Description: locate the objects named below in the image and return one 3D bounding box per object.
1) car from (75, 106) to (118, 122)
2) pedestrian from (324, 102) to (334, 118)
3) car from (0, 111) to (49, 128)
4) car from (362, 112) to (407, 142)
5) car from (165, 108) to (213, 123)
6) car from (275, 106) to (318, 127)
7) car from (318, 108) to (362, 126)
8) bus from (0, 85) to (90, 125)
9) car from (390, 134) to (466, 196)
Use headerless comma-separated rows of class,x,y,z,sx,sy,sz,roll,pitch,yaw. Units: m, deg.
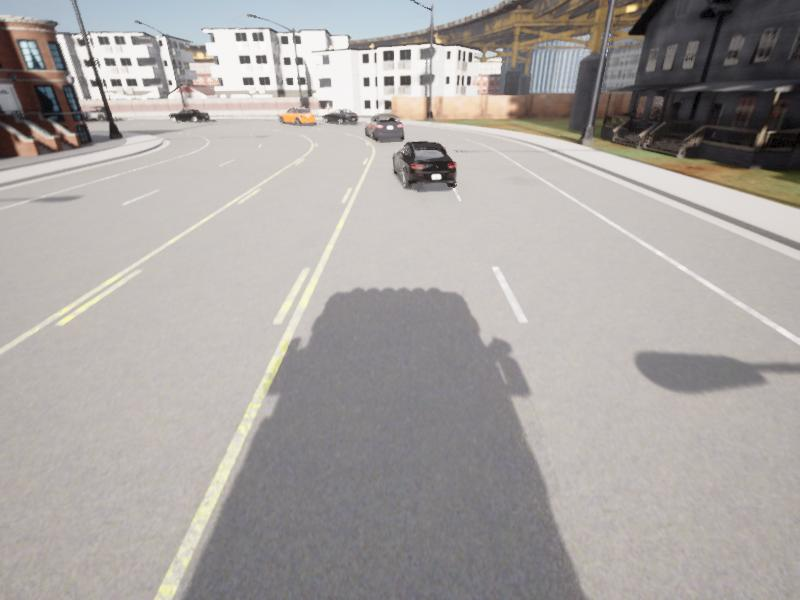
car,-40.584,-24.940,53.562,3.866,1.878,1.905,0,27,2
pedestrian,-9.103,-24.281,51.114,0.751,1.860,0.751,20,34,34
car,-42.599,-19.977,44.380,5.366,1.575,1.801,0,27,2
car,-1.209,-12.624,29.061,2.242,1.667,4.611,-7,28,-13
car,-26.063,-22.806,49.442,5.008,1.535,1.882,5,28,12
car,-11.083,-19.668,42.742,4.553,1.767,2.097,23,36,38
car,-6.498,-19.791,43.164,2.128,1.511,4.902,-24,35,-37
bus,-45.912,-24.365,50.000,10.273,4.253,3.944,0,27,1
car,0.853,-5.205,14.971,1.812,1.442,4.674,-5,28,-7
